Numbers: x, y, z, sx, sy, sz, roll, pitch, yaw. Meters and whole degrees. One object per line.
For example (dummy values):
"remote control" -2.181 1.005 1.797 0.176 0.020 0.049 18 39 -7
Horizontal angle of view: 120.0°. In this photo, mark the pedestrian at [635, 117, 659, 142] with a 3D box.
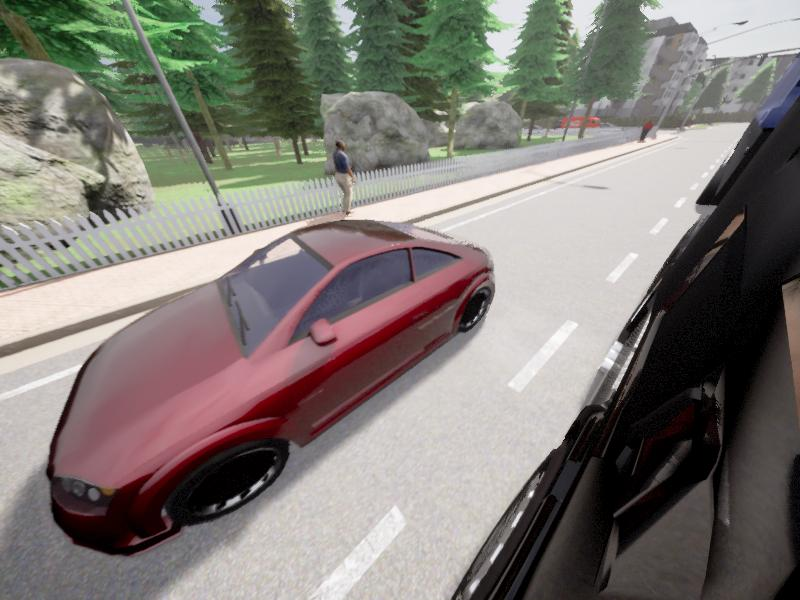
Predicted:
"pedestrian" 23.010 -15.869 21.563 0.751 1.860 0.751 -27 43 -29

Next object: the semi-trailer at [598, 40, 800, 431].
"semi-trailer" 8.689 -3.611 4.236 14.254 4.402 2.717 -28 44 -30

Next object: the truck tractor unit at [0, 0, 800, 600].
"truck tractor unit" 2.645 -0.295 0.352 6.516 4.208 3.053 -28 44 -30

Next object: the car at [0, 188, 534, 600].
"car" -0.751 -0.012 2.565 4.181 1.385 1.994 -28 43 -29

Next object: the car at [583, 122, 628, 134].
"car" 33.692 -28.271 38.048 2.128 1.511 4.902 -26 43 -28

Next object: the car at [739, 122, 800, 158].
"car" 23.302 -9.925 14.213 4.792 1.488 2.163 -28 43 -29

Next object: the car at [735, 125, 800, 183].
"car" 16.306 -6.300 9.732 5.366 1.575 1.801 -28 43 -30

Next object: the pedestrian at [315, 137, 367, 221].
"pedestrian" -1.535 -3.244 6.227 0.751 1.860 0.751 -27 43 -29

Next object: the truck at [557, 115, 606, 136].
"truck" 29.406 -28.397 37.684 2.627 2.467 5.204 -26 43 -28
